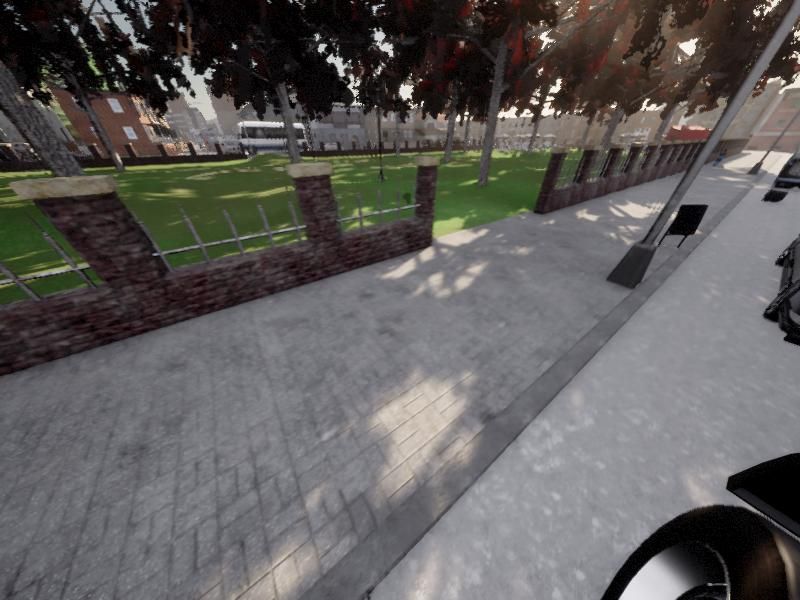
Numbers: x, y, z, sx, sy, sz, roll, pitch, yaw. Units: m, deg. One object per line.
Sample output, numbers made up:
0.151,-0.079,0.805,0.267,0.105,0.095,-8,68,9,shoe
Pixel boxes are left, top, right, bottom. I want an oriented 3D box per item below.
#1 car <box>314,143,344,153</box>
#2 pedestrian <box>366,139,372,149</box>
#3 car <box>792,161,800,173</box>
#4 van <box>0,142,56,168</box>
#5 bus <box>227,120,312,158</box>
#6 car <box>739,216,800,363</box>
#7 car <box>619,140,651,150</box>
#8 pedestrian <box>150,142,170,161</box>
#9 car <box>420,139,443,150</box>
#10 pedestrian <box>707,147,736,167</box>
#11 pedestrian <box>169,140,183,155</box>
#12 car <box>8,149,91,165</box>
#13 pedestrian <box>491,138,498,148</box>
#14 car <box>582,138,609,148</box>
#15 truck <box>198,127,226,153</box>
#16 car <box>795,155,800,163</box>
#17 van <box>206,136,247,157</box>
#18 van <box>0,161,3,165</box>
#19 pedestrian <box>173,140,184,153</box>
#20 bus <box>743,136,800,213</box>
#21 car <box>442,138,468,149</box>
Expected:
-12.567,-27.096,41.125,4.674,1.442,1.812,-22,41,-28,car
-6.459,-32.759,48.502,0.751,1.860,0.751,-22,41,-28,pedestrian
30.458,-10.189,16.414,3.866,1.878,1.905,-22,41,-28,car
-37.836,-13.970,22.299,4.442,1.987,1.775,-24,41,-29,van
-20.161,-25.451,36.513,10.273,4.253,3.944,-21,46,-28,bus
7.347,-0.459,3.277,5.357,1.411,2.033,-22,41,-28,car
47.502,-31.427,46.750,1.851,1.617,3.988,-22,41,-28,car
-29.289,-18.166,28.230,0.751,1.860,0.751,13,37,18,pedestrian
6.507,-32.265,47.894,4.605,1.855,1.932,-23,41,-28,car
26.139,-11.643,18.801,0.751,1.300,0.751,-22,41,-28,pedestrian
-34.838,-23.745,35.982,0.751,1.860,0.751,-12,37,-15,pedestrian
-38.809,-16.013,25.798,4.718,1.301,1.895,-20,40,-26,car
20.737,-34.459,50.650,0.751,1.860,0.751,-23,41,-28,pedestrian
43.378,-34.951,51.353,1.905,1.878,3.866,-22,41,-28,car
-37.374,-31.764,45.893,2.891,3.827,8.468,-22,41,-28,truck
41.645,-14.676,22.882,5.238,1.638,1.930,-22,41,-28,car
-26.033,-23.012,34.611,6.366,2.431,2.351,24,42,30,van
-45.181,-14.116,22.190,6.366,2.431,2.351,-22,41,-28,van
-39.196,-27.214,40.932,0.751,1.860,0.751,-25,42,-31,pedestrian
18.577,-6.169,8.787,10.273,4.253,3.944,-22,41,-28,bus
12.101,-34.500,50.862,5.566,2.045,2.150,-24,42,-30,car
